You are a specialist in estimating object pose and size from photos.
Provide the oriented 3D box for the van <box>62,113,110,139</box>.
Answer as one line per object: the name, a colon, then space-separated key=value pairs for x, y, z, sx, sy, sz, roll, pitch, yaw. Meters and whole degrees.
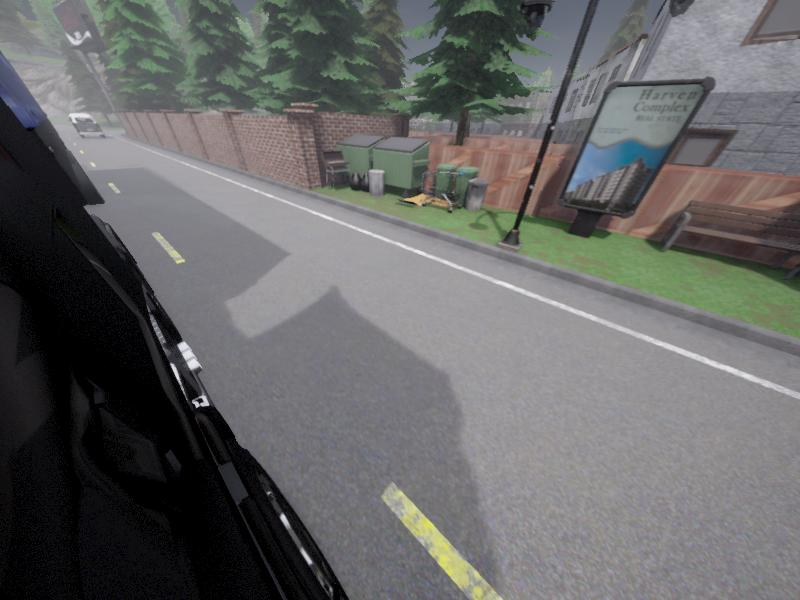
van: x=-33.313 y=-18.486 z=24.513 sx=4.480 sy=2.038 sz=2.069 roll=28 pitch=44 yaw=30

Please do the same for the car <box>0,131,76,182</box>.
car: x=-15.942 y=-6.208 z=9.788 sx=4.181 sy=1.385 sz=1.994 roll=28 pitch=44 yaw=30

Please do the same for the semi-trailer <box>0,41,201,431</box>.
semi-trailer: x=-8.684 y=-3.616 z=4.240 sx=14.254 sy=4.402 sz=2.717 roll=28 pitch=44 yaw=30

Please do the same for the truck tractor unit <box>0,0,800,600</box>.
truck tractor unit: x=-2.645 y=-0.295 z=0.352 sx=6.516 sy=4.208 sz=3.053 roll=28 pitch=44 yaw=30
